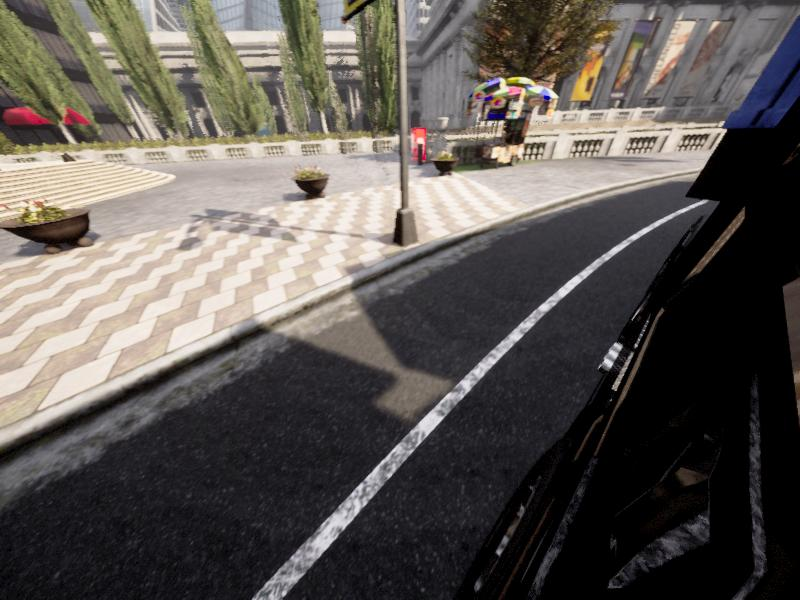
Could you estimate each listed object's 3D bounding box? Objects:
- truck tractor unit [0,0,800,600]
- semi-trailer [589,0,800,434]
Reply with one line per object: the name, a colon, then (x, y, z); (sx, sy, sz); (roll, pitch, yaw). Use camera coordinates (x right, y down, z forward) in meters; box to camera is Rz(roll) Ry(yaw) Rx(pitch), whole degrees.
truck tractor unit: (2.645, -0.295, 0.351); (6.516, 4.208, 3.053); (-28, 44, -30)
semi-trailer: (9.323, -3.065, 3.523); (14.254, 4.402, 2.717); (-20, 39, -22)
